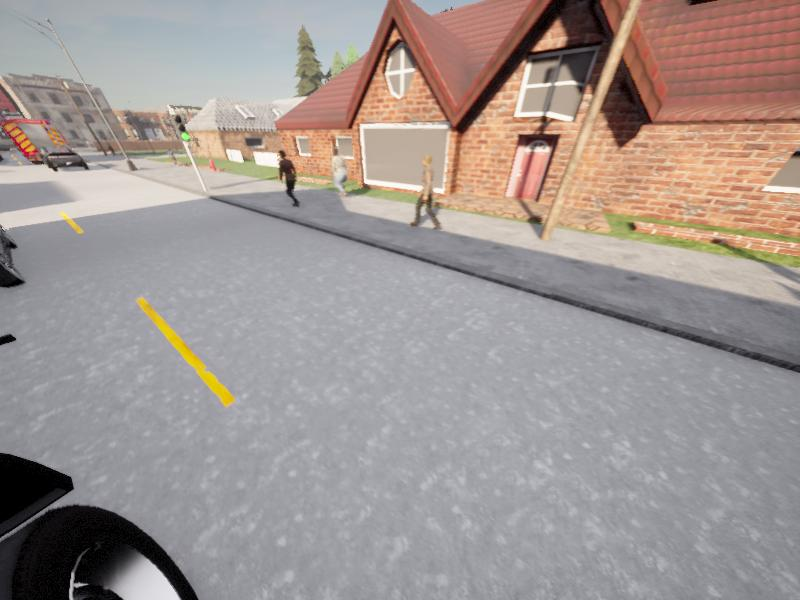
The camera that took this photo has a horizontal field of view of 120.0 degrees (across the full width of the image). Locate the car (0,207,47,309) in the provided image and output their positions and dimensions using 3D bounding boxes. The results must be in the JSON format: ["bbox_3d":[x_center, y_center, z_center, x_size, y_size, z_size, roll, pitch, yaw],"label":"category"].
[{"bbox_3d":[-8.659,-1.010,3.947,4.902,1.511,2.128,22,41,28],"label":"car"}]

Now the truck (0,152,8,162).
[{"bbox_3d":[-42.039,-15.012,22.656,5.204,2.467,2.627,22,41,28],"label":"truck"}]

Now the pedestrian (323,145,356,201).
[{"bbox_3d":[-2.371,-5.052,9.206,0.751,1.860,0.751,26,43,32],"label":"pedestrian"}]

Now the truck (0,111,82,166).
[{"bbox_3d":[-35.238,-15.615,22.398,8.468,3.827,2.891,22,41,28],"label":"truck"}]

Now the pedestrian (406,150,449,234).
[{"bbox_3d":[0.680,-2.823,6.075,0.751,1.860,0.751,19,39,25],"label":"pedestrian"}]

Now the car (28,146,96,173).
[{"bbox_3d":[-26.315,-11.023,17.976,4.902,1.511,2.128,22,41,28],"label":"car"}]

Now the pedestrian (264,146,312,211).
[{"bbox_3d":[-3.760,-4.139,7.900,0.751,1.860,0.751,23,41,28],"label":"pedestrian"}]

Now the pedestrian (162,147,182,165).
[{"bbox_3d":[-19.820,-12.517,20.112,0.751,1.300,0.751,-19,40,-26],"label":"pedestrian"}]

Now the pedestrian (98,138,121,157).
[{"bbox_3d":[-34.302,-18.038,27.320,0.751,1.860,0.751,13,37,18],"label":"pedestrian"}]
